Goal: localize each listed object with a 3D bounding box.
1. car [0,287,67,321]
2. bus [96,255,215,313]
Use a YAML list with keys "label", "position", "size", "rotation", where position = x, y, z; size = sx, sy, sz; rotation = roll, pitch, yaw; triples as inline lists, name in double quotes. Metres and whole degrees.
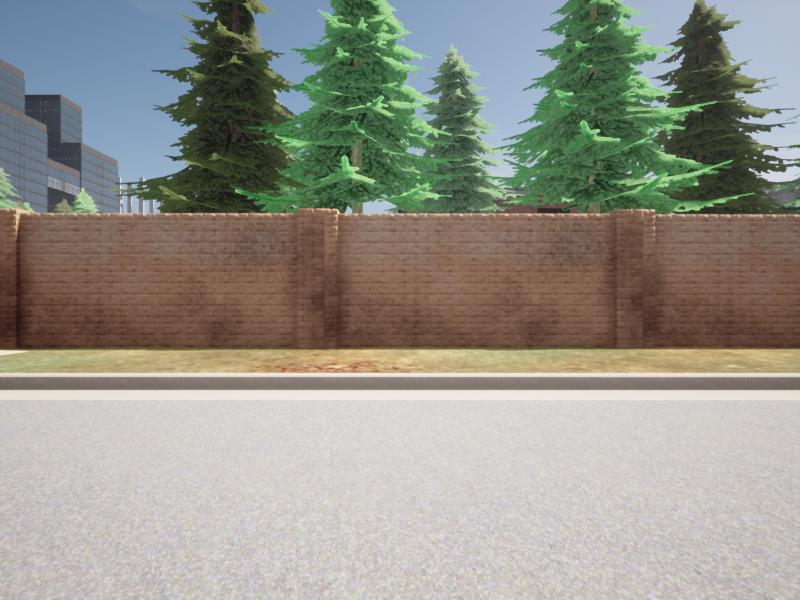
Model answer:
- label: "car"
  position: [-20.336, 0.189, 21.348]
  size: [1.851, 1.617, 3.988]
  rotation: [0, 0, 0]
- label: "bus"
  position: [-20.263, -1.129, 34.362]
  size: [3.944, 4.253, 10.273]
  rotation: [0, -1, 0]
